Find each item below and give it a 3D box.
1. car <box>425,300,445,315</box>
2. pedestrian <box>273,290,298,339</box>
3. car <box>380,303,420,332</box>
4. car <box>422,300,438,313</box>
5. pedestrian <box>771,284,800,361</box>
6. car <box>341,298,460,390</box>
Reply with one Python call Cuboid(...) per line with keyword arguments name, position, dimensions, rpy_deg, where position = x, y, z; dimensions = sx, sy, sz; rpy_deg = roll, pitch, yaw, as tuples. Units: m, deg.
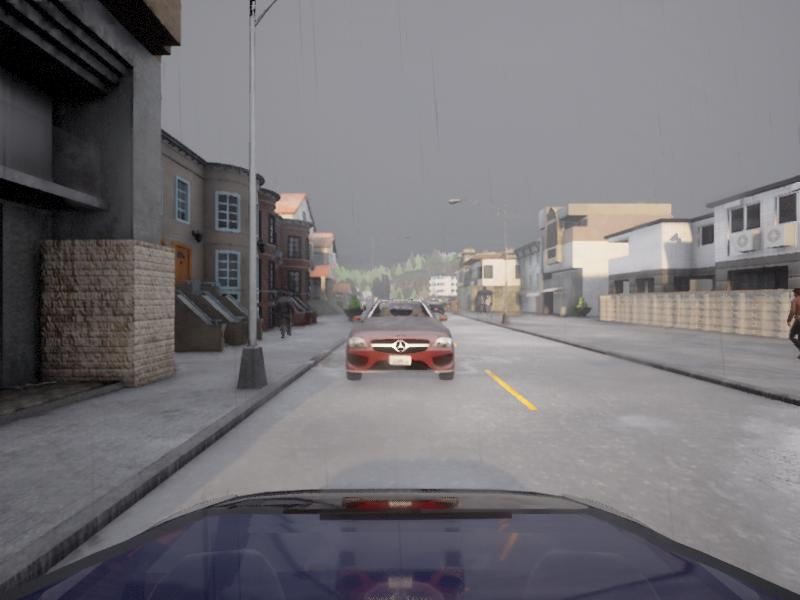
Cuboid(name="car", position=(4.024, 0.795, 47.048), dimensions=(1.930, 1.638, 5.238), rpy_deg=(0, 0, 0))
Cuboid(name="pedestrian", position=(-4.373, 0.541, 15.306), dimensions=(0.751, 1.860, 0.751), rpy_deg=(0, 0, -1))
Cuboid(name="car", position=(0.010, 0.907, 23.118), dimensions=(2.033, 1.411, 5.357), rpy_deg=(0, 0, 0))
Cuboid(name="car", position=(4.027, 0.829, 54.297), dimensions=(1.801, 1.575, 5.366), rpy_deg=(0, 0, 0))
Cuboid(name="pedestrian", position=(9.975, 0.538, 9.968), dimensions=(0.751, 1.860, 0.751), rpy_deg=(0, 0, 5))
Cuboid(name="car", position=(0.006, 0.784, 9.739), dimensions=(2.152, 1.651, 5.027), rpy_deg=(0, 0, 0))
